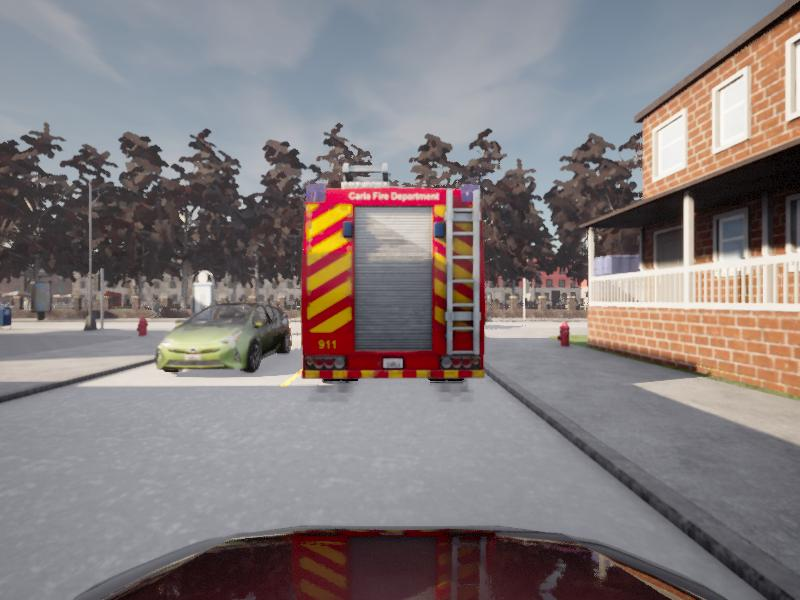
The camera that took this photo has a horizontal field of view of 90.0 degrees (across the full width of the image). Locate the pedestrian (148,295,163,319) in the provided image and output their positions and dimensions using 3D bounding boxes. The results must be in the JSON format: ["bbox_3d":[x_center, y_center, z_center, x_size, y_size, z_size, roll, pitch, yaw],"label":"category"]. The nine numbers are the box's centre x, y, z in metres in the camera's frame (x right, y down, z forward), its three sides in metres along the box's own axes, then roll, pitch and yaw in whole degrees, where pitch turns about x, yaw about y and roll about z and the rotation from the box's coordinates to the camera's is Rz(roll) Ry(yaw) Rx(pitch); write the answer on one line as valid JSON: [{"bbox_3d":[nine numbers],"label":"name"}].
[{"bbox_3d":[-19.727,0.552,32.223,0.751,1.860,0.751,0,0,-1],"label":"pedestrian"}]

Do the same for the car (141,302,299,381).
[{"bbox_3d":[-4.110,0.834,10.122,2.007,1.525,4.514,0,0,-1],"label":"car"}]

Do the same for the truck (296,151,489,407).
[{"bbox_3d":[-0.166,-0.315,10.230,2.891,3.827,8.468,0,0,-1],"label":"truck"}]

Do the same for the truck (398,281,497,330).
[{"bbox_3d":[2.771,0.363,22.583,5.204,2.467,2.627,1,-3,-40],"label":"truck"}]

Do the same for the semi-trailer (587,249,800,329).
[{"bbox_3d":[18.714,-0.606,23.508,14.254,4.402,2.717,0,0,-1],"label":"semi-trailer"}]
